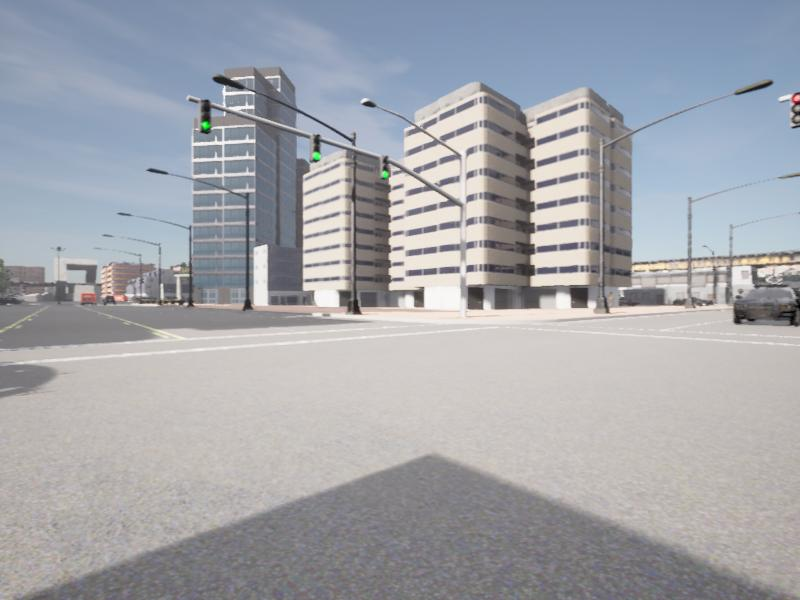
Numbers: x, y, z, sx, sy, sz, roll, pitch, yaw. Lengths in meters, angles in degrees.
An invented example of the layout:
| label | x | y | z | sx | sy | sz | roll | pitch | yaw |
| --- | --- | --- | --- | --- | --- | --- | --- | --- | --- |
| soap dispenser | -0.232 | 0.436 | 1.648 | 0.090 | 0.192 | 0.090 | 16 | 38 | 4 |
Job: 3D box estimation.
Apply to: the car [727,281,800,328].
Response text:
| label | x | y | z | sx | sy | sz | roll | pitch | yaw |
| --- | --- | --- | --- | --- | --- | --- | --- | --- | --- |
| car | 15.313 | 0.154 | 16.519 | 5.238 | 1.638 | 1.930 | 0 | 0 | -41 |

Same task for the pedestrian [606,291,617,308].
| label | x | y | z | sx | sy | sz | roll | pitch | yaw |
| --- | --- | --- | --- | --- | --- | --- | --- | --- | --- |
| pedestrian | 23.799 | -0.046 | 45.069 | 0.751 | 1.860 | 0.751 | 0 | 0 | -26 |
